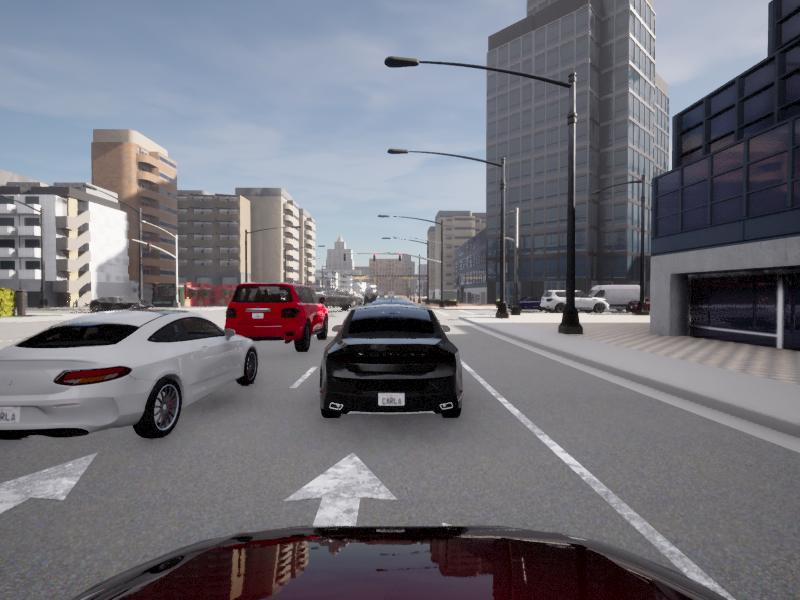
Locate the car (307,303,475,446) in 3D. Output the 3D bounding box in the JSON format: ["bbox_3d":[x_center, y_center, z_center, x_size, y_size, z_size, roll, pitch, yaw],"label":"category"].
[{"bbox_3d":[-0.149,0.835,6.827,1.837,1.490,4.892,0,0,-1],"label":"car"}]

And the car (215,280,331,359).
[{"bbox_3d":[-3.796,0.479,13.206,2.150,2.045,5.566,0,1,-1],"label":"car"}]

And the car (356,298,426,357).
[{"bbox_3d":[-0.289,0.737,13.310,1.882,1.535,5.008,0,1,-1],"label":"car"}]

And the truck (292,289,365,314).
[{"bbox_3d":[-6.694,0.090,37.827,6.274,2.098,2.390,0,2,-34],"label":"truck"}]

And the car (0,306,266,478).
[{"bbox_3d":[-3.631,0.861,5.908,1.812,1.442,4.674,0,0,-1],"label":"car"}]

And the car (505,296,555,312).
[{"bbox_3d":[12.427,0.376,38.379,4.193,1.474,1.816,0,1,-1],"label":"car"}]

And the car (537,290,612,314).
[{"bbox_3d":[15.170,0.153,34.941,5.566,2.045,2.150,0,1,-1],"label":"car"}]

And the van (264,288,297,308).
[{"bbox_3d":[-15.145,-0.233,51.184,2.351,2.431,6.366,0,0,-1],"label":"van"}]

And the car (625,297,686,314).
[{"bbox_3d":[22.343,0.440,35.044,4.193,1.474,1.816,0,1,-1],"label":"car"}]

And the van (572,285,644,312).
[{"bbox_3d":[19.906,-0.155,38.479,5.915,2.561,1.988,0,1,-1],"label":"van"}]

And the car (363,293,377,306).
[{"bbox_3d":[-5.053,-0.125,68.696,2.150,2.045,5.566,0,0,-2],"label":"car"}]

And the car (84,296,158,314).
[{"bbox_3d":[-23.861,0.429,34.366,4.792,1.488,2.163,0,1,-1],"label":"car"}]
